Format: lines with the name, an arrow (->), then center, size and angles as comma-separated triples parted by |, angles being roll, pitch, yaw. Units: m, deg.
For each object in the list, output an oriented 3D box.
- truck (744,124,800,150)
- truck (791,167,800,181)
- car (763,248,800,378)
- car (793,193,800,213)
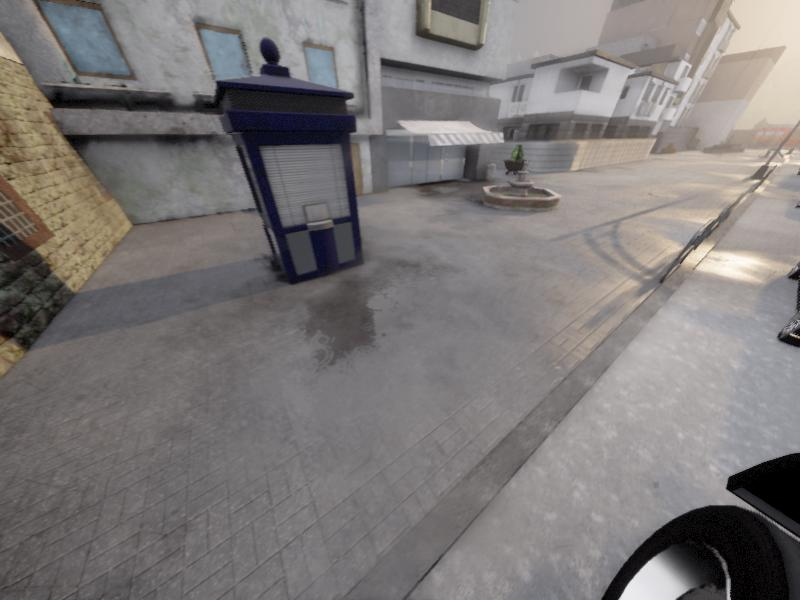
truck -> 73.895, -31.015, 43.918 | 2.891, 3.827, 8.468 | -22, 41, -27
truck -> 26.143, -8.321, 13.347 | 5.204, 2.467, 2.627 | -21, 40, -28
car -> 6.856, -0.099, 2.863 | 4.718, 1.301, 1.895 | -22, 41, -28
car -> 16.346, -3.938, 8.161 | 4.181, 1.385, 1.994 | -22, 41, -27
